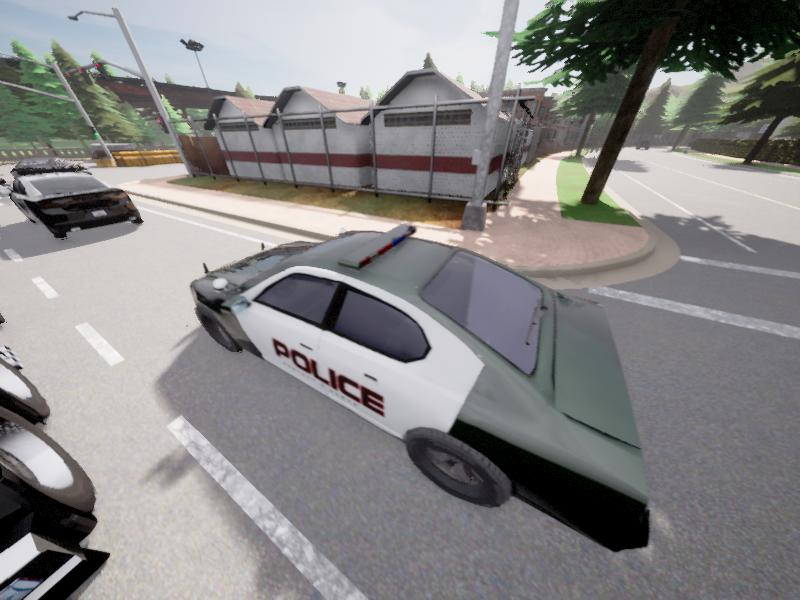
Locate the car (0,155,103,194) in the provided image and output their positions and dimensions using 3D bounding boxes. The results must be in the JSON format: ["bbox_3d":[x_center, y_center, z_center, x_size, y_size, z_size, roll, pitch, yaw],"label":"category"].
[{"bbox_3d":[-20.783,-7.725,13.946,2.128,1.511,4.902,-22,40,-27],"label":"car"}]

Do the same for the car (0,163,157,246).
[{"bbox_3d":[-10.591,-3.276,7.359,5.238,1.638,1.930,17,39,24],"label":"car"}]

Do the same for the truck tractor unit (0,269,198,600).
[{"bbox_3d":[-5.118,-0.294,0.764,6.516,4.208,3.053,18,39,24],"label":"truck tractor unit"}]

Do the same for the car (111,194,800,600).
[{"bbox_3d":[-0.503,-0.020,2.691,4.974,1.542,2.038,17,39,24],"label":"car"}]

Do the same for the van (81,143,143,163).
[{"bbox_3d":[-38.136,-19.627,30.771,1.775,1.987,4.442,16,38,23],"label":"van"}]

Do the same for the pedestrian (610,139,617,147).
[{"bbox_3d":[61.136,-45.036,66.194,0.751,1.860,0.751,-21,40,-27],"label":"pedestrian"}]

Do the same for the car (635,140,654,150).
[{"bbox_3d":[56.691,-35.966,53.496,3.866,1.878,1.905,-26,42,-32],"label":"car"}]
